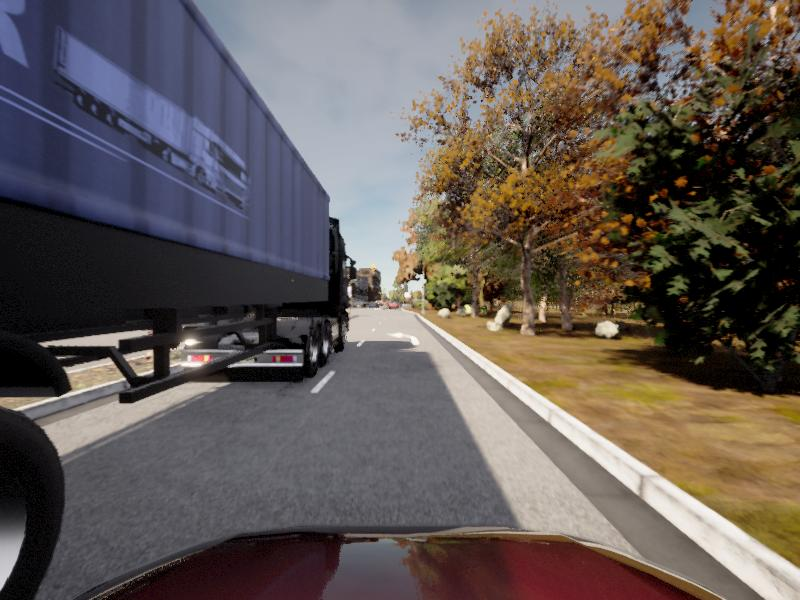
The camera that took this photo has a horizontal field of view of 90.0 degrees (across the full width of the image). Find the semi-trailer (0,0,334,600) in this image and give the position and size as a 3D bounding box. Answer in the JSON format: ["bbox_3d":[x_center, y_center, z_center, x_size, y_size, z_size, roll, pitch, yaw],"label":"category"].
[{"bbox_3d":[-2.997,-0.614,2.878,2.717,4.402,14.254,0,0,0],"label":"semi-trailer"}]

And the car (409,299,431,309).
[{"bbox_3d":[4.268,0.858,86.462,4.442,1.987,1.878,1,0,-14],"label":"car"}]

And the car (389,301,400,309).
[{"bbox_3d":[-1.086,1.024,80.029,1.851,1.617,3.988,0,0,5],"label":"car"}]

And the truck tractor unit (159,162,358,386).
[{"bbox_3d":[-3.001,-0.497,10.794,3.053,4.208,6.516,0,0,0],"label":"truck tractor unit"}]
